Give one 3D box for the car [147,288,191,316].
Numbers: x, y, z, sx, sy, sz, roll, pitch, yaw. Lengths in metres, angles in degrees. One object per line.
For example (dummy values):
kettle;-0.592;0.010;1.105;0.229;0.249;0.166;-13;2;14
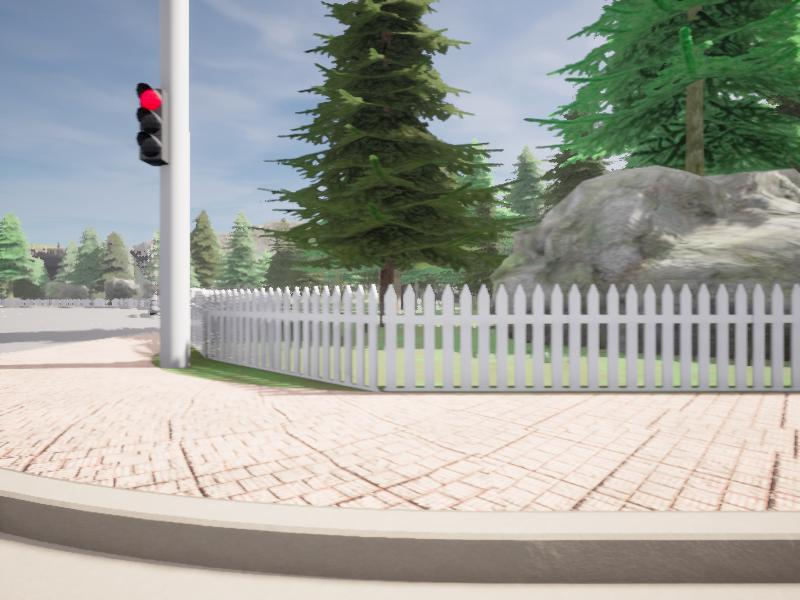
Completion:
car;-14.628;0.120;25.594;2.242;1.667;4.611;0;0;-28
